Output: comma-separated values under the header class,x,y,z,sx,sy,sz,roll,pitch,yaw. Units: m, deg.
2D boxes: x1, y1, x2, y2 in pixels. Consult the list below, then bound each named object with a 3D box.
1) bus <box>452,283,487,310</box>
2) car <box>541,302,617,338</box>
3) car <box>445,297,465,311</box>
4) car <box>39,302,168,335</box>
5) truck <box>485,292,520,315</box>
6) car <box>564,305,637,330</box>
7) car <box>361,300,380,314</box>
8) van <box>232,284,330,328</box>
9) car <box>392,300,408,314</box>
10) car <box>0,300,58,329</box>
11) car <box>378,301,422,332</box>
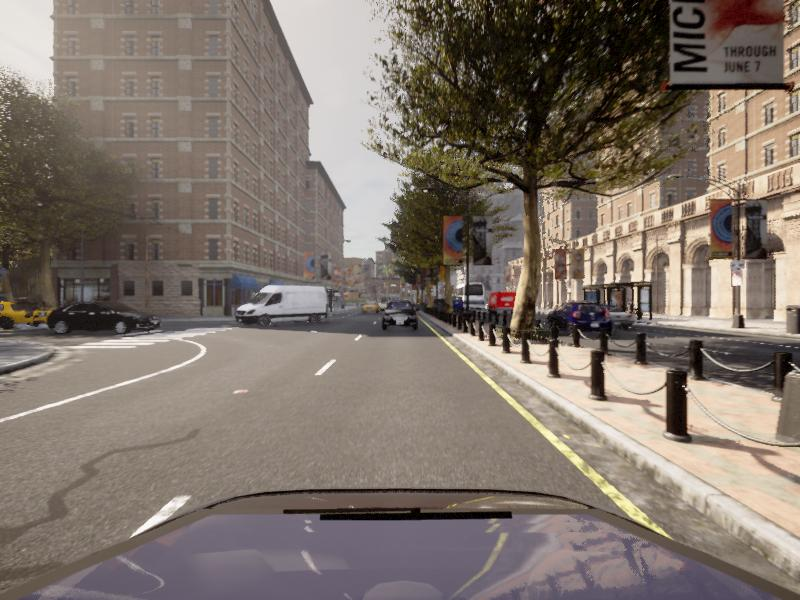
class,x,y,z,sx,sy,sz,roll,pitch,yaw
bus,11.384,-0.536,66.791,3.944,4.253,10.273,0,0,0
car,8.004,0.826,18.283,1.845,1.501,3.633,0,0,0
car,8.005,0.563,59.104,2.150,2.045,5.566,0,-1,0
car,-14.075,0.846,19.148,4.892,1.490,1.837,0,0,3
truck,11.502,0.355,45.352,2.627,2.467,5.204,0,0,0
car,11.501,0.943,23.345,1.895,1.301,4.718,0,0,0
car,-3.495,0.800,48.076,1.801,1.575,5.366,0,0,0
van,-7.514,0.321,25.902,1.988,2.561,5.915,2,1,41
car,0.000,0.787,47.289,1.851,1.617,3.988,0,0,0
car,-22.844,0.801,22.682,5.366,1.575,1.801,0,0,-1
car,0.000,0.836,22.035,2.128,1.511,4.902,0,0,0
